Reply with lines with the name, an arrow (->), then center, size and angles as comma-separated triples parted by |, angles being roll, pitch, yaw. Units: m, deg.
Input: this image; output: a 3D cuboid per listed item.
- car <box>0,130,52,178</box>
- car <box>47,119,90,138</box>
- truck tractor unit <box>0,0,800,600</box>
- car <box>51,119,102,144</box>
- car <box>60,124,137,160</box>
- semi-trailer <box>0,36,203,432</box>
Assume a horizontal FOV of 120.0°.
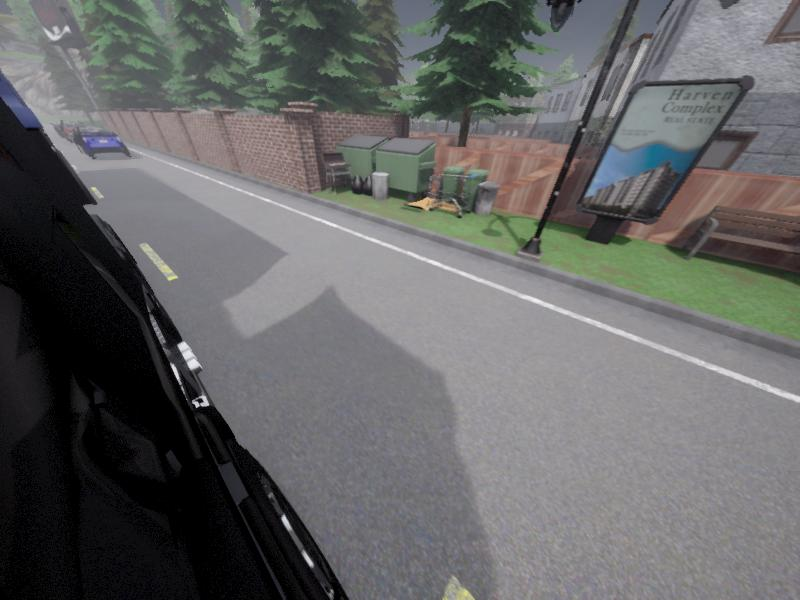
car -> -16.945, -6.232, 9.729 | 4.181, 1.385, 1.994 | 27, 43, 29
car -> -34.526, -17.864, 24.029 | 4.674, 1.442, 1.812 | 27, 43, 29
truck tractor unit -> -2.645, -0.295, 0.352 | 6.516, 4.208, 3.053 | 28, 44, 30
car -> -28.042, -14.623, 20.035 | 3.705, 1.549, 1.789 | 27, 43, 29
car -> -18.685, -9.866, 14.323 | 4.514, 1.525, 2.007 | 27, 43, 29
semi-trailer -> -8.760, -3.566, 4.161 | 14.254, 4.402, 2.717 | 27, 43, 29
